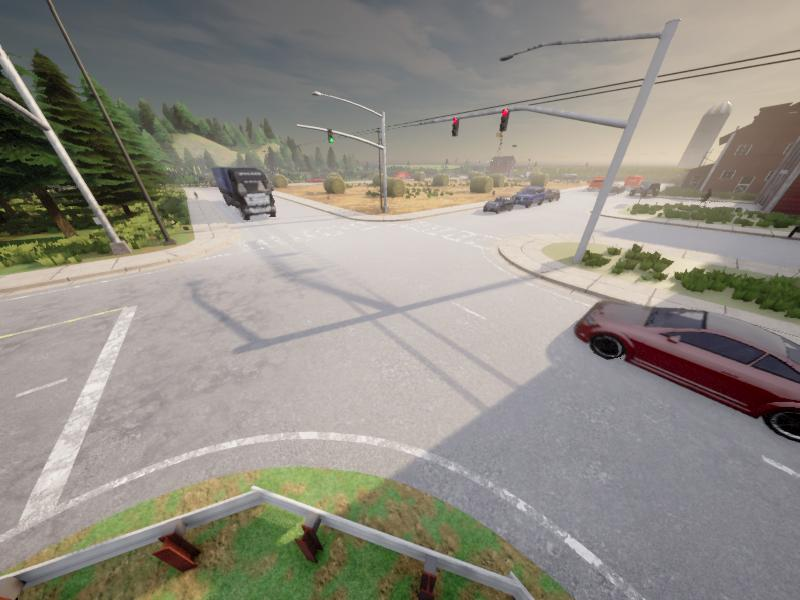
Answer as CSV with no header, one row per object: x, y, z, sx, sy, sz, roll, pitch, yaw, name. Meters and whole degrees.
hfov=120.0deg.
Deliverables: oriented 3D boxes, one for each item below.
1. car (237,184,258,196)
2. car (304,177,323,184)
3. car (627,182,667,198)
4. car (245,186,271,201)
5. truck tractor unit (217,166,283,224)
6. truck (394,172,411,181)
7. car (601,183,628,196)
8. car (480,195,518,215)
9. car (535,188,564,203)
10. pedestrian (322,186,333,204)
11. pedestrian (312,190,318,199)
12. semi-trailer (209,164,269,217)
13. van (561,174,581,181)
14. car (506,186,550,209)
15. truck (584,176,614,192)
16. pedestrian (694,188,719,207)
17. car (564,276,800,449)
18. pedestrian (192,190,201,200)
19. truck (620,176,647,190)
-26.008,-18.830,39.425,1.882,1.535,5.008,-22,37,-33,car
-24.837,-34.589,66.663,4.514,1.525,2.007,-20,36,-31,car
37.519,-16.849,35.271,1.905,1.878,3.866,-2,28,9,car
-21.273,-15.953,34.448,2.038,1.542,4.974,-22,37,-33,car
-13.926,-9.941,21.341,3.053,4.208,6.516,-22,36,-33,truck tractor unit
0.988,-42.451,79.336,5.204,2.467,2.627,-21,36,-31,truck
37.089,-19.157,39.848,5.027,1.651,2.152,-23,37,-34,car
10.235,-9.931,23.957,3.633,1.501,1.845,-23,37,-34,car
20.426,-14.296,31.502,3.705,1.549,1.789,-23,37,-34,car
-8.953,-13.045,28.705,0.751,1.860,0.751,18,35,29,pedestrian
-12.070,-15.004,32.856,0.500,1.100,0.500,-20,36,-31,pedestrian
-18.924,-13.092,26.606,2.717,4.402,14.254,-22,37,-33,semi-trailer
58.109,-41.707,78.553,2.069,2.038,4.480,-23,37,-34,van
15.392,-12.350,27.640,5.566,2.045,2.150,-23,37,-34,car
38.394,-22.375,44.589,5.204,2.467,2.627,-23,37,-34,truck
33.215,-11.135,25.075,0.751,1.860,0.751,17,34,27,pedestrian
6.642,1.024,5.207,1.994,1.385,4.181,-22,37,-33,car
-28.618,-14.750,32.442,0.500,1.100,0.500,23,37,34,pedestrian
49.288,-24.740,48.667,5.204,2.467,2.627,-23,37,-35,truck
